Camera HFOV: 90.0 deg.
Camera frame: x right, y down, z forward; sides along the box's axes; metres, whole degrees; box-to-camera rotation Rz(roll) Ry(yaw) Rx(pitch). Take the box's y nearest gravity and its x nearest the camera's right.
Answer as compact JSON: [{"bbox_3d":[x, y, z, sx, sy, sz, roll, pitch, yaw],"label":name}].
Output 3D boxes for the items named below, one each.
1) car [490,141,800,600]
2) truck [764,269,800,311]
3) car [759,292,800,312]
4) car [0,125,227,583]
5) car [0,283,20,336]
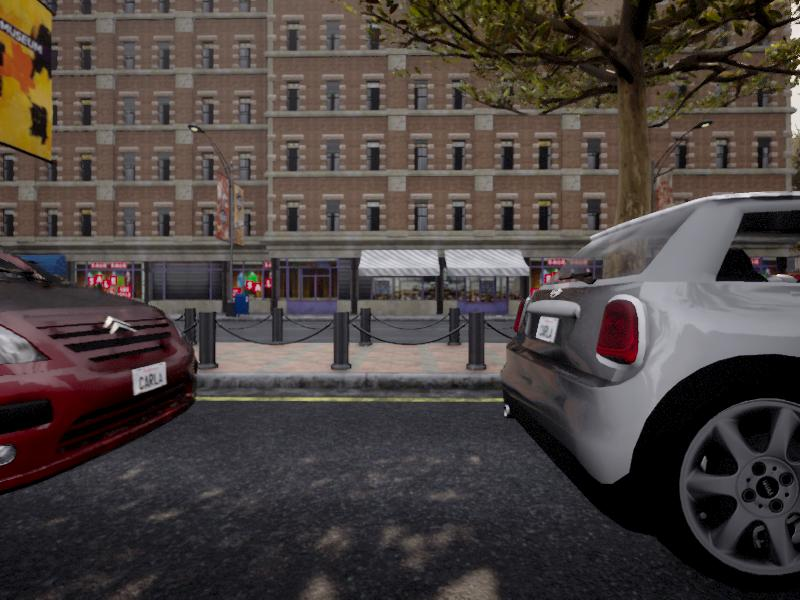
[{"bbox_3d":[2.600,0.253,2.173,3.806,1.475,1.970,0,0,1],"label":"car"},{"bbox_3d":[38.063,-0.926,36.045,2.891,3.827,8.468,0,0,1],"label":"truck"},{"bbox_3d":[34.548,0.166,34.748,1.930,1.638,5.238,0,0,0],"label":"car"},{"bbox_3d":[-3.389,0.188,2.287,3.988,1.617,1.851,0,0,1],"label":"car"},{"bbox_3d":[-13.242,0.272,10.559,4.674,1.442,1.812,0,0,0],"label":"car"}]
